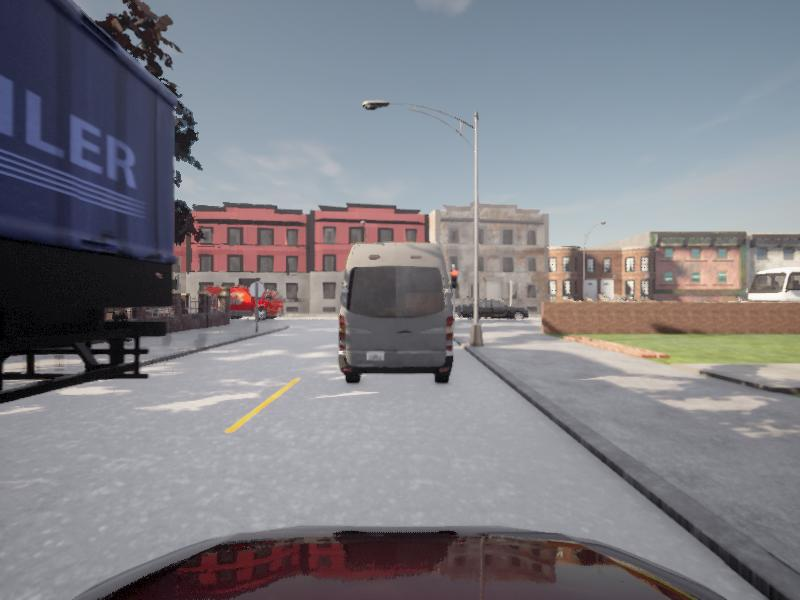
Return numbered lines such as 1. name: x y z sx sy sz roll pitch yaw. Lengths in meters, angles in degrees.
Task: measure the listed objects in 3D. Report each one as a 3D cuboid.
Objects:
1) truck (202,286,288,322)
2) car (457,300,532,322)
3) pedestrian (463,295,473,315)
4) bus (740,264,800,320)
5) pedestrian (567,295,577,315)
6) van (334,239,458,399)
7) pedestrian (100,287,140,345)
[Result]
1. truck: -11.161 0.281 29.096 5.204 2.467 2.627 0 0 1
2. car: 6.751 0.751 29.068 5.008 1.535 1.882 0 0 0
3. pedestrian: 6.458 0.439 38.103 0.751 1.860 0.751 0 0 -4
4. bus: 34.662 -0.616 32.777 10.273 4.253 3.944 0 0 0
5. pedestrian: 16.097 0.440 37.452 0.751 1.860 0.751 0 0 12
6. van: -0.012 0.299 9.369 1.988 2.561 5.915 0 0 1
7. pedestrian: -9.120 0.502 13.054 0.751 1.860 0.751 0 0 3
